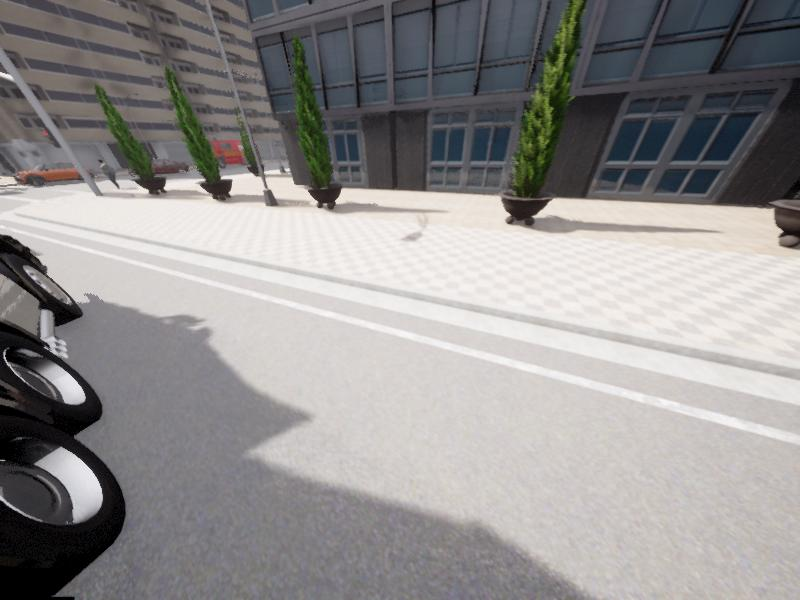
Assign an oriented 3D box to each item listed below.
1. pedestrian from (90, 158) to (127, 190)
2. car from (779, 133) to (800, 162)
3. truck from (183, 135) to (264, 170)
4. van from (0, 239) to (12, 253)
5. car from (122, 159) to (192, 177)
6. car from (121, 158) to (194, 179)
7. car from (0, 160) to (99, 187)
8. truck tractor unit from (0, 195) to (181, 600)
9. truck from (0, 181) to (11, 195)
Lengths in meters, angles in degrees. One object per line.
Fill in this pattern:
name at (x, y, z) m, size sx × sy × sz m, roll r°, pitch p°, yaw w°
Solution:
pedestrian at (-19.850, -8.608, 15.768) m, size 0.751 × 1.860 × 0.751 m, roll 26°, pitch 43°, yaw 34°
car at (38.446, -14.362, 21.612) m, size 6.274 × 2.098 × 2.390 m, roll -24°, pitch 40°, yaw -29°
truck at (-25.177, -21.724, 33.871) m, size 2.891 × 3.827 × 8.468 m, roll 12°, pitch 37°, yaw 20°
van at (-14.279, -2.315, 6.560) m, size 4.442 × 1.987 × 1.775 m, roll 12°, pitch 37°, yaw 19°
car at (-28.741, -15.902, 27.624) m, size 2.033 × 1.411 × 5.357 m, roll 12°, pitch 37°, yaw 20°
car at (-26.145, -14.396, 25.164) m, size 1.882 × 1.535 × 5.008 m, roll 12°, pitch 37°, yaw 19°
car at (-32.101, -11.788, 21.360) m, size 2.097 × 1.767 × 4.553 m, roll 14°, pitch 37°, yaw 22°
truck tractor unit at (-5.092, -0.280, 0.999) m, size 6.516 × 4.208 × 3.053 m, roll 20°, pitch 46°, yaw 33°
truck at (-31.310, -7.384, 14.617) m, size 2.390 × 2.098 × 6.274 m, roll 12°, pitch 36°, yaw 19°
